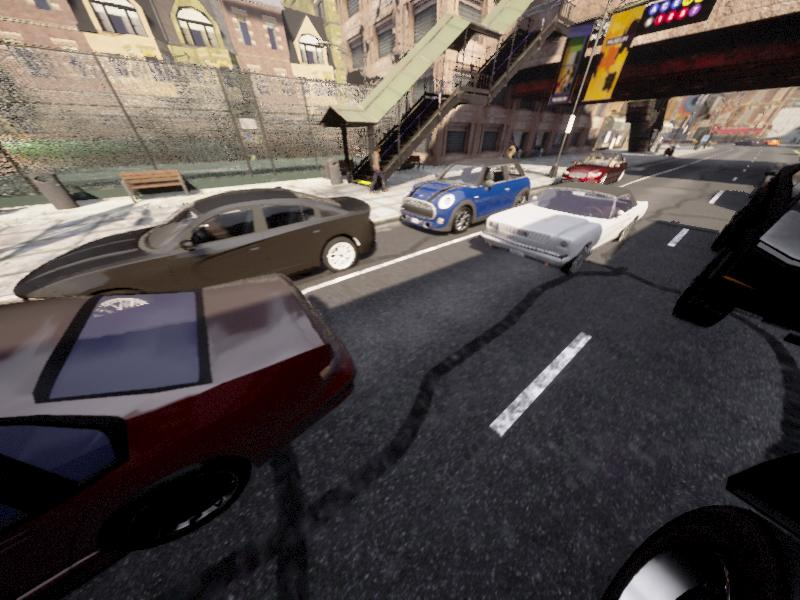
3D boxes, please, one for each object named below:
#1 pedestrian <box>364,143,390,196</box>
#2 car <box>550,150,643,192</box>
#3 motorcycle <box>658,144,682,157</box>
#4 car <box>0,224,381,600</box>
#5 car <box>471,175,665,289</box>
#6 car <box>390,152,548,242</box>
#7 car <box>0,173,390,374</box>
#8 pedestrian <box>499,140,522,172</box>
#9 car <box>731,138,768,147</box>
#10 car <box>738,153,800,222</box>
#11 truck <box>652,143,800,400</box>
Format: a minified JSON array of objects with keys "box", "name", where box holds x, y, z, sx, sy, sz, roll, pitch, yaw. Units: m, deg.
[{"box":[-0.969,-5.557,9.865,0.751,1.860,0.751,-18,39,-23],"name":"pedestrian"},{"box":[10.807,-7.206,12.691,4.892,1.521,2.231,-24,42,-30],"name":"car"},{"box":[32.588,-18.103,27.925,0.856,1.236,1.805,13,37,18],"name":"motorcycle"},{"box":[-2.940,1.075,1.198,5.357,1.411,2.033,-24,41,-29],"name":"car"},{"box":[4.101,-1.983,5.555,4.718,1.301,1.895,-24,41,-29],"name":"car"},{"box":[2.192,-3.542,7.354,4.553,1.767,2.185,-24,42,-30],"name":"car"},{"box":[-2.848,-1.120,4.183,5.008,1.535,2.097,-24,42,-30],"name":"car"},{"box":[7.692,-10.052,16.159,0.751,1.860,0.751,-22,40,-27],"name":"pedestrian"},{"box":[82.942,-37.479,54.960,2.242,1.667,4.611,8,36,11],"name":"car"},{"box":[14.466,-4.150,8.236,5.238,1.638,1.930,-24,41,-29],"name":"car"},{"box":[6.673,-0.899,3.301,6.274,2.098,2.390,-24,41,-29],"name":"truck"}]
